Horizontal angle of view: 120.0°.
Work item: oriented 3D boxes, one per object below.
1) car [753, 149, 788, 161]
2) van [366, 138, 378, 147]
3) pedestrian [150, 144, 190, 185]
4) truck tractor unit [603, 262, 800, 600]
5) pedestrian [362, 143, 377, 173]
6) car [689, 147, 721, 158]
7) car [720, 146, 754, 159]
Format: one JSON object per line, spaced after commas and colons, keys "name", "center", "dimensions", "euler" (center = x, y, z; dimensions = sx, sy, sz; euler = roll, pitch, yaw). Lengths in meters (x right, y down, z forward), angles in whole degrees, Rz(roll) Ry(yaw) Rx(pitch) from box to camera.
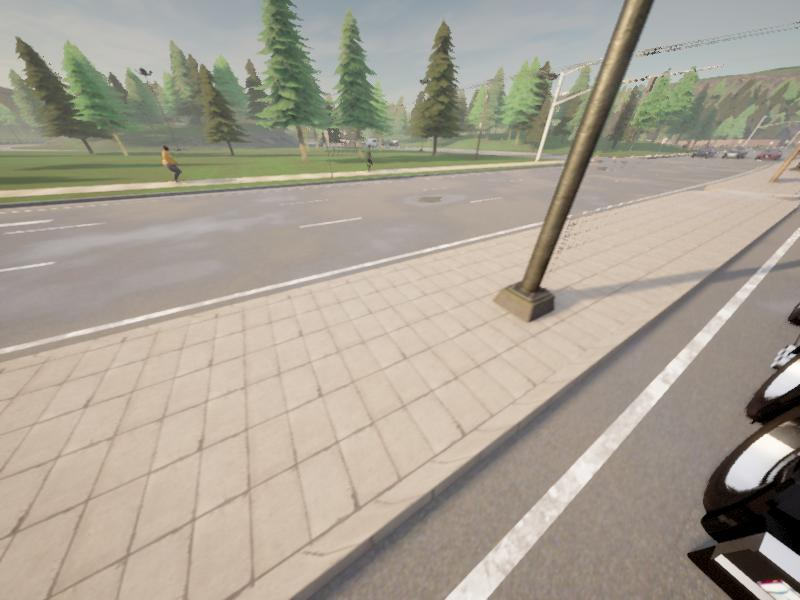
{"name": "car", "center": [55.641, -21.806, 34.696], "dimensions": [4.181, 1.385, 1.994], "euler": [-19, 39, -25]}
{"name": "van", "center": [-10.365, -57.191, 83.929], "dimensions": [1.988, 2.561, 5.915], "euler": [-18, 39, -24]}
{"name": "pedestrian", "center": [-12.531, -7.439, 12.659], "dimensions": [0.751, 1.860, 0.751], "euler": [-17, 38, -23]}
{"name": "truck tractor unit", "center": [5.106, -0.305, 0.793], "dimensions": [6.516, 4.208, 3.053], "euler": [-18, 39, -24]}
{"name": "pedestrian", "center": [-2.319, -10.731, 17.489], "dimensions": [0.751, 1.860, 0.751], "euler": [-17, 38, -23]}
{"name": "car", "center": [52.657, -25.523, 39.874], "dimensions": [4.974, 1.542, 2.038], "euler": [-18, 39, -25]}
{"name": "car", "center": [54.876, -24.000, 37.618], "dimensions": [4.856, 1.649, 2.033], "euler": [-19, 39, -25]}
